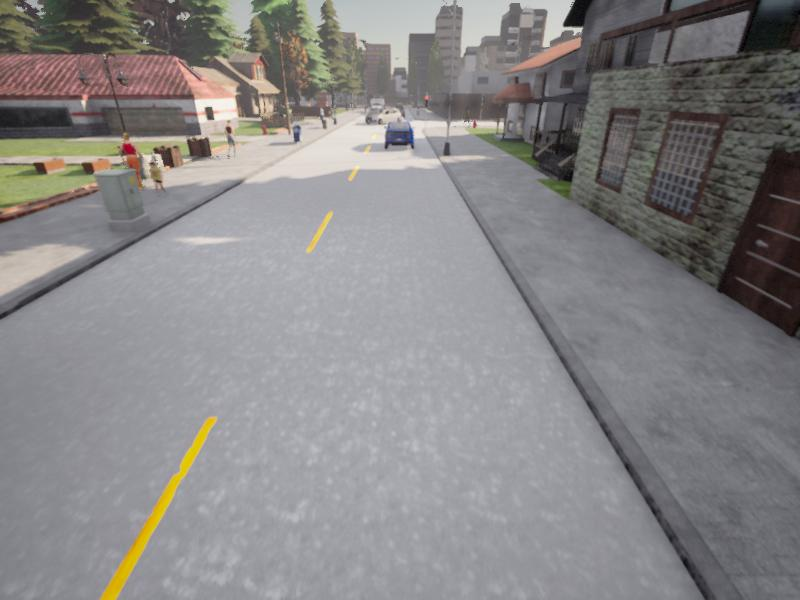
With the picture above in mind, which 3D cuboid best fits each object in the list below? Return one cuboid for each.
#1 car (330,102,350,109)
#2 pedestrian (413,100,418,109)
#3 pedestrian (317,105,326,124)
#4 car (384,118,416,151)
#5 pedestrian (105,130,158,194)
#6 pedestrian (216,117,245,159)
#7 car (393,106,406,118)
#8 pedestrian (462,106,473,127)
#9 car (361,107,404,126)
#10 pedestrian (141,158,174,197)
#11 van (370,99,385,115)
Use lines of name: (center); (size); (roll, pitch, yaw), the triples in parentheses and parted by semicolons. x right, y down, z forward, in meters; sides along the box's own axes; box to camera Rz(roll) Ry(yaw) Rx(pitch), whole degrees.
car: (-14.804, -48.233, 99.155); (4.611, 1.667, 2.242); (0, 27, 0)
pedestrian: (3.347, -42.240, 86.480); (0.751, 1.860, 0.751); (-15, 31, -27)
pedestrian: (-8.425, -19.984, 43.128); (0.751, 1.860, 0.751); (-6, 28, -12)
car: (-0.028, -10.806, 25.965); (1.882, 1.535, 5.008); (0, 27, 0)
pedestrian: (-8.633, -4.464, 12.938); (0.751, 1.860, 0.751); (-2, 27, -3)
pedestrian: (-8.475, -8.129, 20.067); (0.751, 1.860, 0.751); (1, 27, 2)
car: (-0.064, -27.886, 59.195); (1.845, 1.501, 3.633); (0, 27, 0)
pedestrian: (6.691, -18.193, 39.745); (0.751, 1.860, 0.751); (-1, 27, -2)
car: (-1.903, -20.813, 45.274); (2.242, 1.667, 4.611); (22, 34, 36)
pedestrian: (-7.610, -3.840, 12.562); (0.500, 1.100, 0.500); (-3, 27, -7)
van: (-4.076, -35.167, 72.823); (2.351, 2.431, 6.366); (0, 27, 0)
